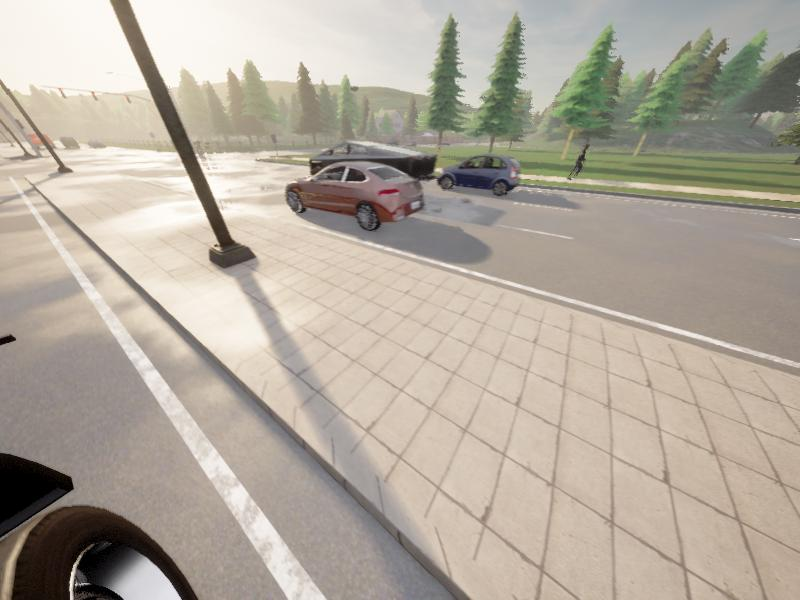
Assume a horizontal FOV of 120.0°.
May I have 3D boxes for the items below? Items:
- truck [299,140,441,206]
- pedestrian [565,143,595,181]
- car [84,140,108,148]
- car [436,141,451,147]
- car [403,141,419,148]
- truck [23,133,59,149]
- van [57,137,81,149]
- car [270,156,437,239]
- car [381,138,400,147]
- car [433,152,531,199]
[{"bbox_3d":[-1.546,-6.254,10.943,6.274,2.098,2.390,22,40,27],"label":"truck"},{"bbox_3d":[10.522,-8.076,13.535,0.751,1.860,0.751,21,40,26],"label":"pedestrian"},{"bbox_3d":[-65.751,-33.704,49.897,5.357,1.411,2.033,22,40,27],"label":"car"},{"bbox_3d":[12.946,-46.315,68.454,2.128,1.511,4.902,22,41,28],"label":"car"},{"bbox_3d":[2.986,-41.652,61.699,1.837,1.490,4.892,22,41,28],"label":"car"},{"bbox_3d":[-69.691,-30.821,44.849,5.204,2.467,2.627,22,40,27],"label":"truck"},{"bbox_3d":[-68.307,-32.512,47.681,4.442,1.987,1.775,22,40,27],"label":"van"},{"bbox_3d":[-1.603,-3.644,7.654,5.027,1.651,2.152,21,40,27],"label":"car"},{"bbox_3d":[-2.591,-44.336,64.992,2.150,2.045,5.566,22,41,28],"label":"car"},{"bbox_3d":[3.918,-6.332,11.529,3.988,1.617,1.851,22,40,27],"label":"car"}]
